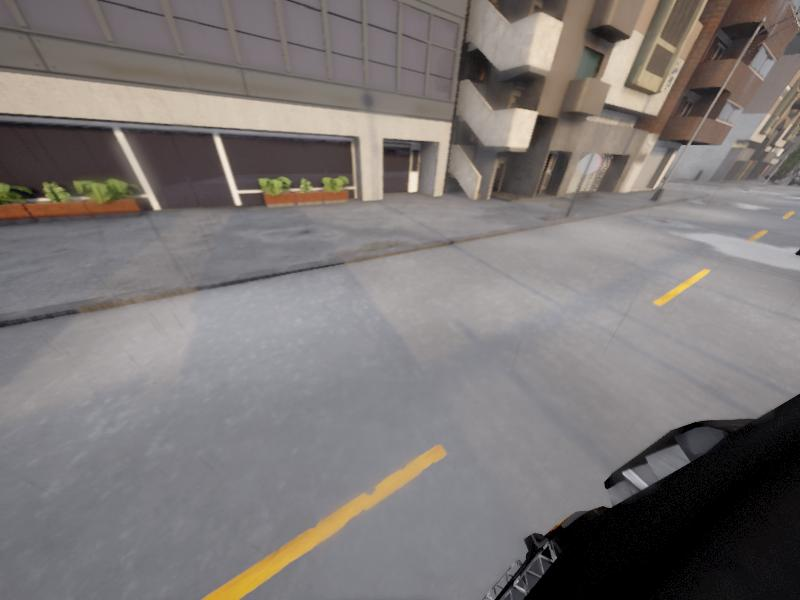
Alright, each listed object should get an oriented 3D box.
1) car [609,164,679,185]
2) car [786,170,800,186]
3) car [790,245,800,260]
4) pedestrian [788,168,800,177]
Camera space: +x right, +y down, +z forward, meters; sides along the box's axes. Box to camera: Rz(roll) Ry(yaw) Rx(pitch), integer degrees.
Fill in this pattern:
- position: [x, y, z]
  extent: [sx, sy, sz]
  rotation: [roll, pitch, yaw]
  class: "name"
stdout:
- position: [27.328, -14.227, 26.066]
  extent: [2.033, 1.649, 4.856]
  rotation: [-18, 38, -28]
  class: "car"
- position: [54.494, -16.205, 30.825]
  extent: [4.553, 1.767, 2.097]
  rotation: [-16, 38, -26]
  class: "car"
- position: [13.590, -1.968, 6.308]
  extent: [4.553, 1.767, 2.097]
  rotation: [-16, 38, -26]
  class: "car"
- position: [93.959, -30.364, 54.866]
  extent: [0.751, 1.860, 0.751]
  rotation: [-6, 34, -13]
  class: "pedestrian"
